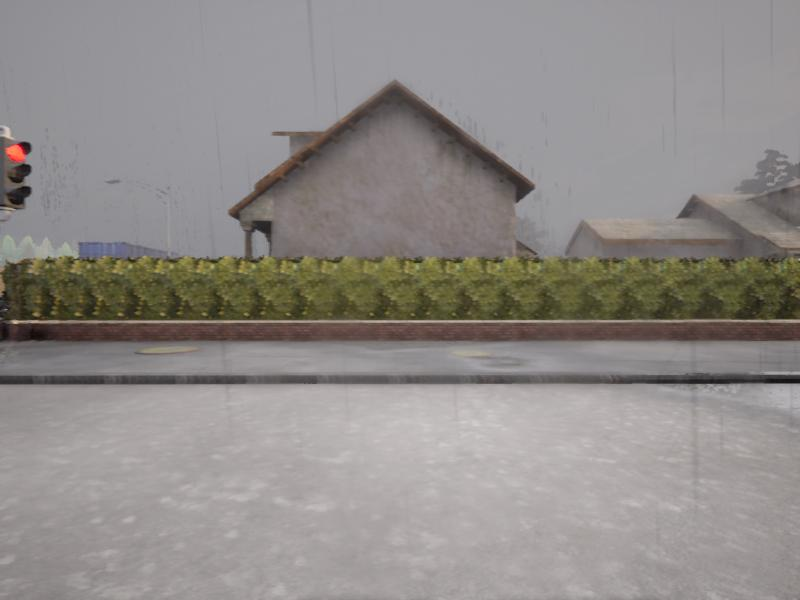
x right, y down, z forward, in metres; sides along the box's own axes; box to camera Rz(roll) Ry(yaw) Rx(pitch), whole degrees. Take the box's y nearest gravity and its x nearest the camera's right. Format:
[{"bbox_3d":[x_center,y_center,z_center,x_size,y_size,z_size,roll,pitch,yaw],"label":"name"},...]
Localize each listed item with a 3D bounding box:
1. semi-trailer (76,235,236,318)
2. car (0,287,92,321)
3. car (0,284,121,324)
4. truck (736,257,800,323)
[{"bbox_3d":[-15.934,-1.219,28.437,2.717,4.402,14.254,0,0,0],"label":"semi-trailer"},{"bbox_3d":[-19.914,0.179,21.978,2.152,1.651,5.027,0,0,0],"label":"car"},{"bbox_3d":[-15.906,0.184,18.833,1.930,1.638,5.238,0,0,0],"label":"car"},{"bbox_3d":[13.379,-0.303,12.403,2.069,2.038,4.478,0,3,0],"label":"truck"}]
